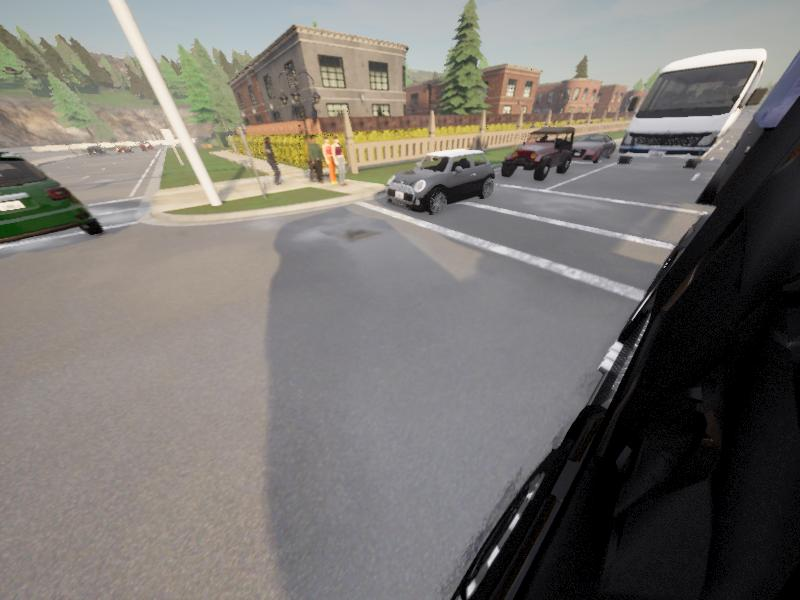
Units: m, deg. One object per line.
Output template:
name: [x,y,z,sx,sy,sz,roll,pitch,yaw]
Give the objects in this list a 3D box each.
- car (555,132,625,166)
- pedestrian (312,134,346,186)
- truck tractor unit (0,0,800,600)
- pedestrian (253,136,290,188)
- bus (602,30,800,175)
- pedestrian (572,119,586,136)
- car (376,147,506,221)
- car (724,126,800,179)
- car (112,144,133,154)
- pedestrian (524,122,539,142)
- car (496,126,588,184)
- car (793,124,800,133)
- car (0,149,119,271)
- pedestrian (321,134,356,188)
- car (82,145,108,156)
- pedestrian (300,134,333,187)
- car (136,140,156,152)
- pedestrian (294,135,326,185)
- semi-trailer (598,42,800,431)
car: [11.908,-9.554,14.478,4.181,1.385,1.994,-29,44,-31]
pedestrian: [-3.051,-6.089,10.088,0.751,1.860,0.751,21,43,28]
truck tractor unit: [2.645,-0.295,0.351,6.516,4.208,3.053,-28,44,-30]
pedestrian: [-5.600,-6.047,10.122,0.751,1.860,0.751,-21,41,-23]
bus: [16.053,-10.100,12.548,10.273,4.253,3.944,-28,44,-30]
pedestrian: [25.008,-24.091,32.308,0.751,1.860,0.751,-28,44,-30]
car: [1.411,-4.074,7.745,3.806,1.475,1.970,-27,43,-29]
car: [16.654,-6.583,10.113,4.902,1.511,2.128,-27,43,-29]
car: [-54.583,-29.806,45.581,1.895,1.301,4.718,-28,44,-29]
pedestrian: [15.189,-19.385,26.653,0.751,1.860,0.751,-28,44,-30]
car: [6.667,-6.968,10.926,3.866,1.878,1.905,-28,44,-30]
car: [44.648,-18.824,24.701,3.806,1.475,1.970,-28,44,-30]
car: [-10.682,-2.664,6.137,5.566,2.045,2.150,17,42,25]
pedestrian: [-2.530,-5.795,9.664,0.751,1.860,0.751,25,45,32]
car: [-56.206,-27.708,42.725,1.837,1.490,4.892,-28,44,-29]
pedestrian: [-3.623,-6.113,10.155,0.751,1.860,0.751,-25,42,-27]
car: [-53.455,-32.514,48.713,2.097,1.767,4.553,-28,44,-29]
pedestrian: [-4.042,-6.357,10.506,0.751,1.860,0.751,-3,37,-1]
semi-trailer: [8.686,-3.615,4.237,14.254,4.402,2.717,-28,44,-30]
